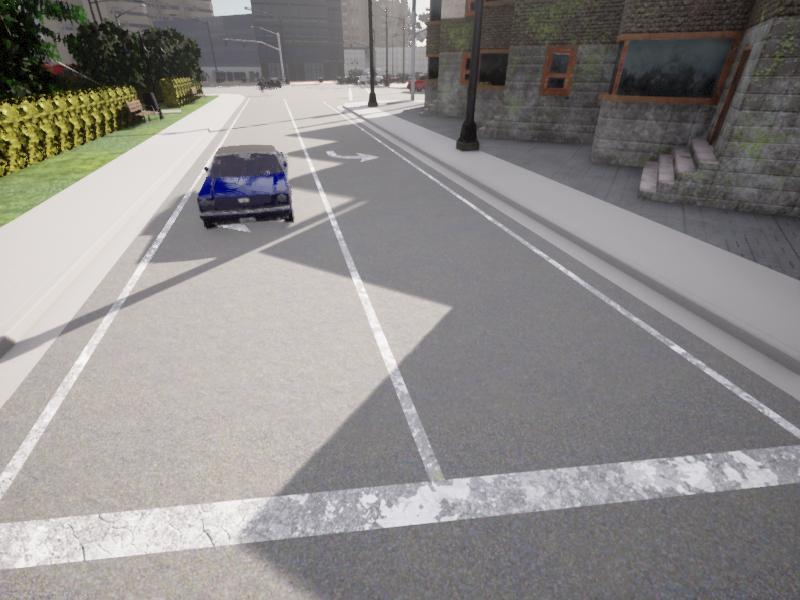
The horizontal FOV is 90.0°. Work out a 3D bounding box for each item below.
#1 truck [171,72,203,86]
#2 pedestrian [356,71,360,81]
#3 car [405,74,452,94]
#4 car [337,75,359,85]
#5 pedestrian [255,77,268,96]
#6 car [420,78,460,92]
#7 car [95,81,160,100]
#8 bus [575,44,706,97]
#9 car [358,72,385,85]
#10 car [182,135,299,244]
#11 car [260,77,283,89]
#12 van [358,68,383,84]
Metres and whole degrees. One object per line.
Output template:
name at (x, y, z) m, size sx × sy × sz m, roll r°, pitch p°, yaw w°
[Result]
truck at (-39.288, -40.802, 73.850) m, size 6.274 × 2.098 × 2.390 m, roll 22°, pitch 37°, yaw 34°
pedestrian at (-9.126, -48.206, 86.156) m, size 0.751 × 1.860 × 0.751 m, roll -3°, pitch 31°, yaw -6°
car at (3.636, -27.887, 51.543) m, size 5.566 × 2.045 × 2.150 m, roll 16°, pitch 34°, yaw 25°
car at (-9.638, -41.196, 74.857) m, size 1.816 × 1.474 × 4.193 m, roll 16°, pitch 34°, yaw 26°
pedestrian at (-15.426, -23.766, 44.590) m, size 0.751 × 1.860 × 0.751 m, roll 15°, pitch 33°, yaw 23°
car at (5.350, -29.205, 54.318) m, size 5.008 × 1.535 × 1.882 m, roll 16°, pitch 34°, yaw 25°
car at (-28.022, -21.692, 41.357) m, size 2.128 × 1.511 × 4.902 m, roll 16°, pitch 34°, yaw 26°
bus at (24.010, -23.204, 40.721) m, size 10.273 × 4.253 × 3.944 m, roll 15°, pitch 33°, yaw 26°
car at (-5.282, -41.727, 75.232) m, size 2.150 × 2.045 × 5.566 m, roll 17°, pitch 34°, yaw 26°
car at (-3.650, -2.945, 9.720) m, size 1.895 × 1.301 × 4.718 m, roll -8°, pitch 31°, yaw -14°
car at (-20.112, -33.949, 62.455) m, size 2.163 × 1.488 × 4.792 m, roll -16°, pitch 34°, yaw -25°
van at (-5.890, -44.913, 80.184) m, size 1.988 × 2.561 × 5.915 m, roll 17°, pitch 34°, yaw 26°
